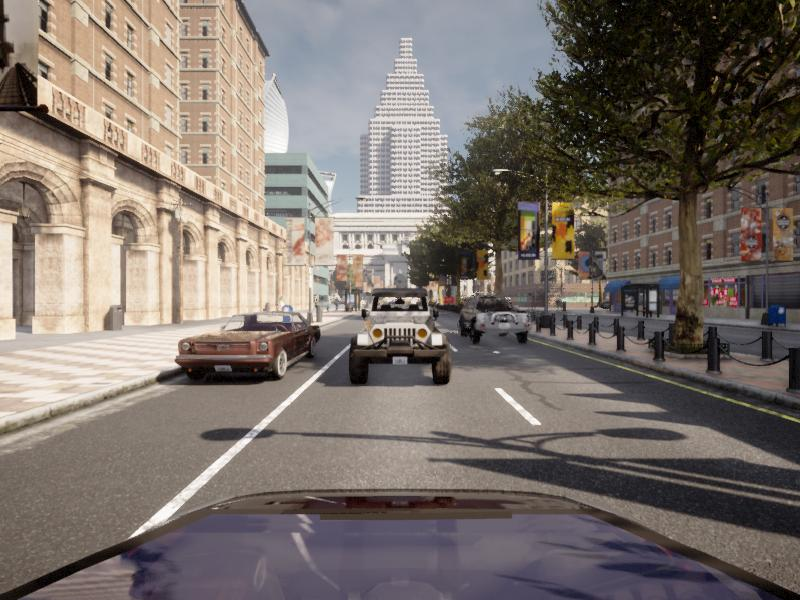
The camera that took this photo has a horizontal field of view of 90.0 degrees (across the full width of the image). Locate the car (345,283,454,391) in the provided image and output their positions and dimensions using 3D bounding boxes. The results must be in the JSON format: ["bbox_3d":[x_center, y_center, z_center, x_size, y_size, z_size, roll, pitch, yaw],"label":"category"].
[{"bbox_3d":[-0.001,0.647,8.924,1.905,1.878,3.866,0,0,0],"label":"car"}]

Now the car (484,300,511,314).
[{"bbox_3d":[11.497,0.778,47.333,1.930,1.638,5.238,0,0,0],"label":"car"}]

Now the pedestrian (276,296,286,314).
[{"bbox_3d":[-12.429,0.491,41.888,0.751,1.860,0.751,0,0,4],"label":"pedestrian"}]

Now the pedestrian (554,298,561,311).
[{"bbox_3d":[22.521,0.645,57.127,0.751,1.860,0.751,0,0,0],"label":"pedestrian"}]

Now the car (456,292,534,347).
[{"bbox_3d":[3.500,0.655,15.647,1.932,1.855,4.605,0,0,0],"label":"car"}]

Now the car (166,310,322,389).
[{"bbox_3d":[-3.250,0.940,9.526,1.895,1.301,4.718,0,0,0],"label":"car"}]

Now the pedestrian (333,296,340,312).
[{"bbox_3d":[-7.481,0.492,47.320,0.751,1.860,0.751,0,0,0],"label":"pedestrian"}]
